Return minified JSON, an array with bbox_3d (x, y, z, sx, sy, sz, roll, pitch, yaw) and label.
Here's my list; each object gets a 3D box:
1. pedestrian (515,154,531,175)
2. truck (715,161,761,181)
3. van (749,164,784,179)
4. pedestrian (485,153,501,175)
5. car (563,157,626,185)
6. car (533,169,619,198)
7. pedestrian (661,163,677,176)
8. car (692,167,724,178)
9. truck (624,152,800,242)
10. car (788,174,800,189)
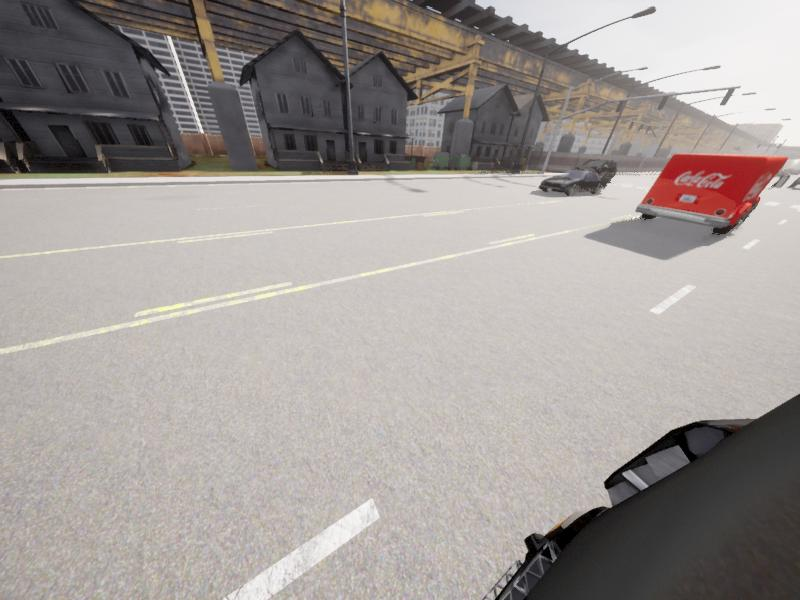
[{"bbox_3d":[13.247,-14.598,24.955,0.751,1.860,0.751,-14,37,-24],"label":"pedestrian"},{"bbox_3d":[52.767,-20.108,36.081,5.204,2.467,2.627,-15,38,-26],"label":"truck"},{"bbox_3d":[75.485,-26.558,47.569,6.366,2.431,2.351,-16,38,-26],"label":"van"},{"bbox_3d":[9.466,-13.838,23.518,0.751,1.860,0.751,-13,37,-23],"label":"pedestrian"},{"bbox_3d":[18.960,-12.598,22.536,5.566,2.045,2.150,-16,38,-26],"label":"car"},{"bbox_3d":[11.853,-7.943,15.565,5.357,1.411,2.033,-15,37,-25],"label":"car"},{"bbox_3d":[45.303,-22.037,38.908,0.751,1.860,0.751,2,34,-1],"label":"pedestrian"},{"bbox_3d":[53.853,-22.252,40.352,5.357,1.411,2.033,-16,38,-26],"label":"car"},{"bbox_3d":[12.284,-4.255,9.082,5.204,2.467,2.627,-16,38,-25],"label":"truck"},{"bbox_3d":[51.187,-14.982,28.764,4.605,1.855,1.932,-16,38,-26],"label":"car"}]
